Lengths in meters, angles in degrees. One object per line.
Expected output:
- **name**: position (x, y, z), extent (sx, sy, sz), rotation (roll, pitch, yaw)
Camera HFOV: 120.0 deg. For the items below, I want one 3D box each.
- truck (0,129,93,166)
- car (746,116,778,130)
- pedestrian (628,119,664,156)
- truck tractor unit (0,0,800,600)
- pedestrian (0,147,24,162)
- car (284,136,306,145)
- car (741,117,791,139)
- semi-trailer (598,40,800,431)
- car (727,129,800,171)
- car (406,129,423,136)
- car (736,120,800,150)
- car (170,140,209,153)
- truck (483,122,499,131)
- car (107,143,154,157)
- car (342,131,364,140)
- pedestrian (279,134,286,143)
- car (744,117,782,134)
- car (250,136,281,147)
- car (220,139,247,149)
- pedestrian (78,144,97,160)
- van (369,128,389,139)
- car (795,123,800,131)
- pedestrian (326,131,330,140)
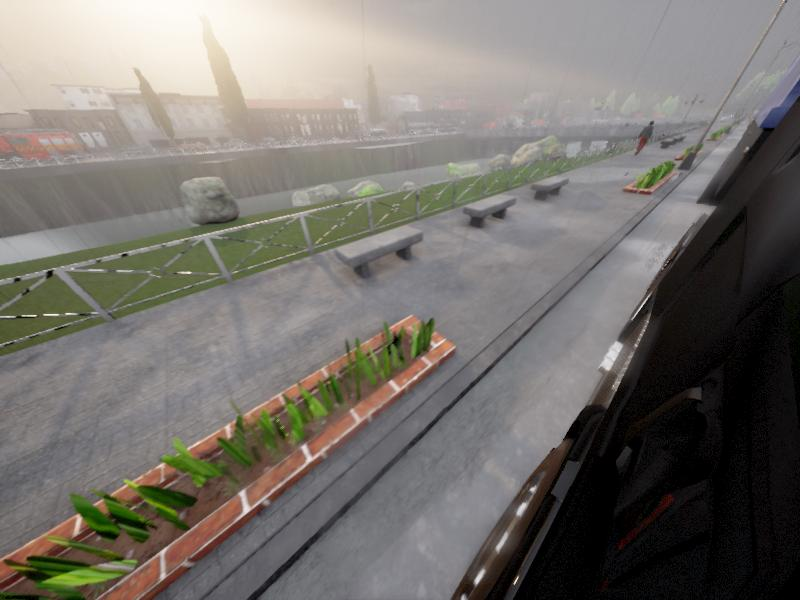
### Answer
- **truck**: position (-52.269, -22.195, 33.371), extent (8.468, 3.827, 2.891), rotation (-28, 44, -30)
- **car**: position (50.871, -24.957, 32.538), extent (3.633, 1.501, 1.845), rotation (-28, 44, -30)
- **pedestrian**: position (15.592, -10.322, 14.695), extent (0.751, 1.860, 0.751), rotation (-28, 44, -30)
- **truck tractor unit**: position (2.645, -0.295, 0.351), extent (6.516, 4.208, 3.053), rotation (-28, 44, -30)
- **pedestrian**: position (-60.982, -22.897, 36.302), extent (0.751, 1.860, 0.751), rotation (-10, 37, -9)
- **car**: position (-23.868, -36.412, 52.554), extent (3.806, 1.475, 1.970), rotation (-28, 44, -30)
- **car**: position (35.558, -16.774, 22.563), extent (4.514, 1.525, 2.007), rotation (-28, 44, -30)
- **semi-trailer**: position (8.697, -3.605, 4.231), extent (14.254, 4.402, 2.717), rotation (-28, 44, -30)
- **car**: position (18.255, -7.466, 11.339), extent (4.181, 1.385, 1.994), rotation (-28, 44, -30)
- **car**: position (4.478, -51.618, 71.005), extent (4.974, 1.542, 2.038), rotation (-28, 44, -30)
- **car**: position (26.652, -12.017, 16.763), extent (4.514, 1.525, 2.007), rotation (-28, 44, -30)
- **car**: position (-38.868, -28.455, 42.737), extent (5.027, 1.651, 2.152), rotation (-28, 44, -30)
- **truck**: position (33.837, -64.542, 85.702), extent (5.204, 2.467, 2.627), rotation (-28, 44, -30)
- **car**: position (-44.972, -25.196, 38.760), extent (4.856, 1.649, 2.033), rotation (-28, 44, -30)
- **car**: position (-12.097, -42.770, 60.175), extent (5.238, 1.638, 1.930), rotation (-28, 44, -30)
- **pedestrian**: position (-28.855, -39.606, 56.621), extent (0.751, 1.860, 0.751), rotation (-29, 44, -31)
- **car**: position (42.778, -20.610, 27.280), extent (4.193, 1.474, 1.816), rotation (-28, 44, -30)
- **car**: position (-28.663, -33.919, 49.385), extent (5.238, 1.638, 1.930), rotation (-28, 44, -30)
- **car**: position (-33.398, -31.316, 46.340), extent (3.806, 1.475, 1.970), rotation (-28, 44, -30)
- **pedestrian**: position (-46.707, -22.147, 34.559), extent (0.751, 1.860, 0.751), rotation (16, 41, 23)
- **van**: position (-5.441, -43.367, 60.224), extent (4.480, 2.038, 2.069), rotation (-28, 44, -30)
- **car**: position (50.074, -21.430, 27.809), extent (3.988, 1.617, 1.851), rotation (-28, 44, -30)
- **pedestrian**: position (-18.647, -42.539, 59.879), extent (0.751, 1.860, 0.751), rotation (-13, 38, -14)
